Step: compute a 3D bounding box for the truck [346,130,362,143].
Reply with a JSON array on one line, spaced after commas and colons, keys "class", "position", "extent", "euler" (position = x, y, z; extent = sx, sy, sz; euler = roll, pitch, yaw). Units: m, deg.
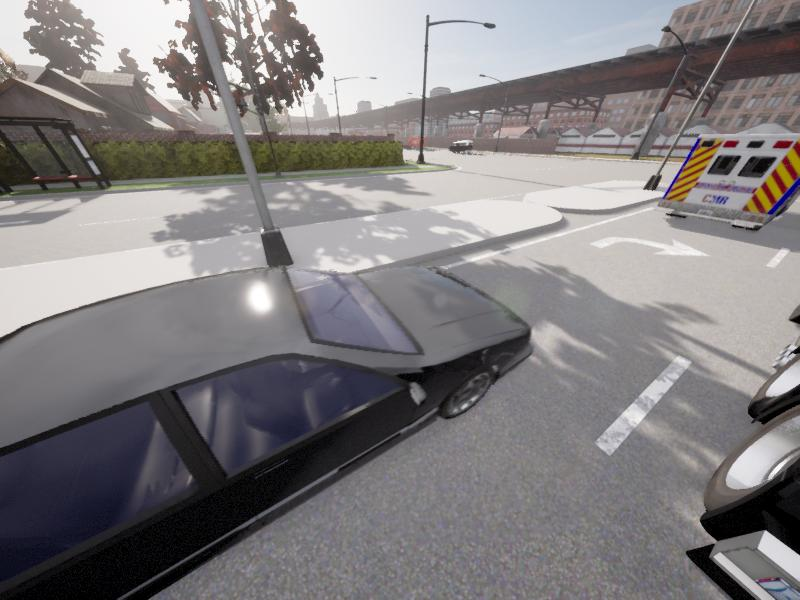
[{"class": "truck", "position": [-17.099, -60.947, 86.020], "extent": [2.891, 3.827, 8.468], "euler": [-18, 40, -24]}]

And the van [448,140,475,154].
[{"class": "van", "position": [11.434, -28.573, 43.261], "extent": [2.069, 2.038, 4.480], "euler": [-24, 39, -31]}]

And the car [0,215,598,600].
[{"class": "car", "position": [-1.235, 0.616, 1.883], "extent": [5.357, 1.411, 2.033], "euler": [-18, 39, -24]}]

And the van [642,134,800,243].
[{"class": "van", "position": [11.696, -4.026, 7.740], "extent": [6.366, 2.431, 2.351], "euler": [-18, 39, -24]}]

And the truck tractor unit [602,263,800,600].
[{"class": "truck tractor unit", "position": [5.108, -0.304, 0.782], "extent": [6.516, 4.208, 3.053], "euler": [-18, 39, -24]}]

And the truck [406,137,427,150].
[{"class": "truck", "position": [3.969, -38.482, 56.749], "extent": [2.627, 2.467, 5.204], "euler": [-18, 40, -24]}]
